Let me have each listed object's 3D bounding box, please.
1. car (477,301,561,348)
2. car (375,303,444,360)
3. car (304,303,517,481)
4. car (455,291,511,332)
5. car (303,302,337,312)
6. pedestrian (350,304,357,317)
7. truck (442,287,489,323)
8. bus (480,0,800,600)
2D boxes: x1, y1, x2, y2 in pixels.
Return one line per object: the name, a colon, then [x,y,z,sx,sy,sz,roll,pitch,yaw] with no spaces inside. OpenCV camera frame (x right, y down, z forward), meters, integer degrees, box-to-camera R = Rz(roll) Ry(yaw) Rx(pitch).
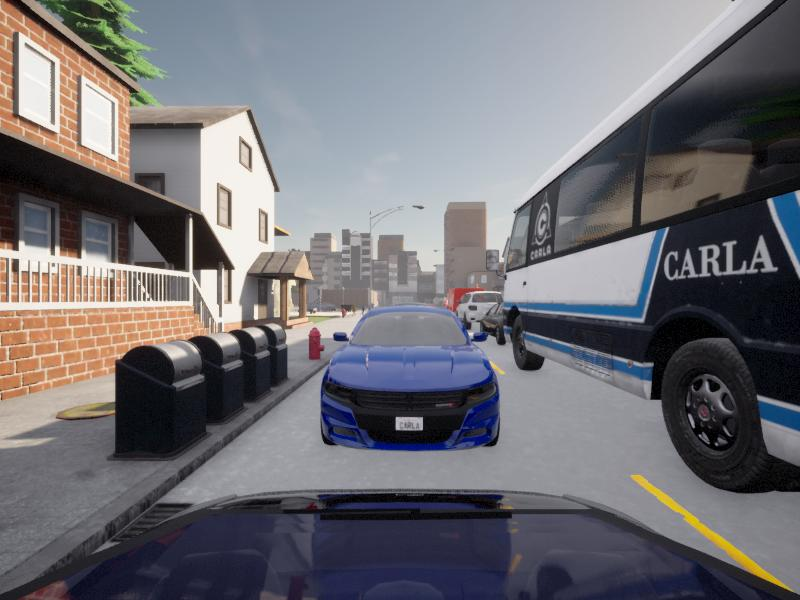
car: [4.358,0.828,15.497,2.007,1.525,4.514,0,0,1]
car: [0.299,0.844,13.068,1.837,1.490,4.892,0,0,1]
car: [0.148,0.823,6.037,1.882,1.535,5.008,0,0,1]
car: [4.537,0.568,22.777,2.150,2.045,5.566,0,0,1]
car: [-10.685,0.907,53.520,4.181,1.385,1.994,0,0,1]
pedestrian: [-3.894,0.905,33.632,0.500,1.100,0.500,0,0,11]
truck: [4.794,0.357,30.240,2.627,2.467,5.204,0,0,0]
bus: [4.014,-0.534,5.575,3.944,4.253,10.273,0,0,1]
